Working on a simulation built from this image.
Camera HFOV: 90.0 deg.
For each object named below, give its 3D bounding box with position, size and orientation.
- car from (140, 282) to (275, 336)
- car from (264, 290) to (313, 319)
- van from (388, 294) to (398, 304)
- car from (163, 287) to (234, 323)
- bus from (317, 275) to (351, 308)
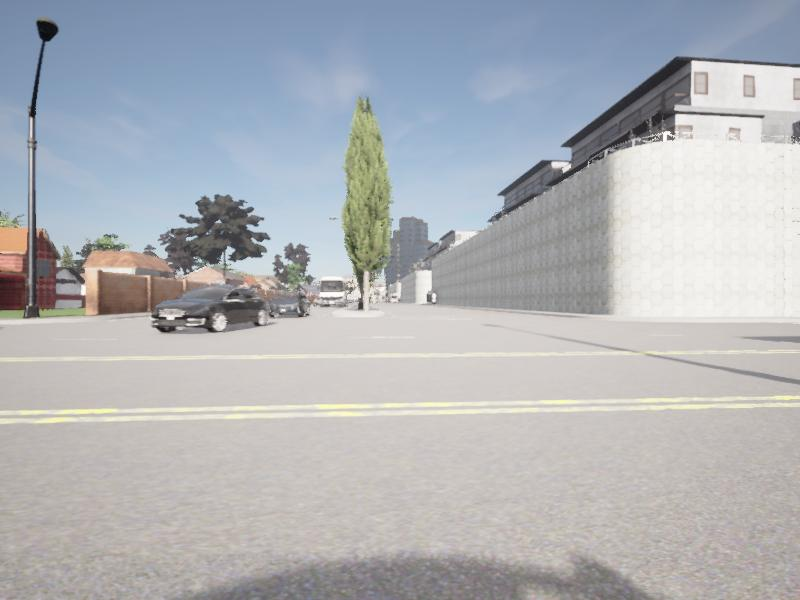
[{"bbox_3d":[-6.154,0.256,13.593,1.837,1.490,4.892,0,0,6],"label":"car"},{"bbox_3d":[-6.430,0.249,23.625,2.007,1.525,4.514,0,0,-5],"label":"car"},{"bbox_3d":[-1.960,-0.254,107.099,1.988,2.561,5.915,0,0,-9],"label":"van"},{"bbox_3d":[-9.577,0.231,19.354,1.789,1.549,3.705,0,0,-5],"label":"car"},{"bbox_3d":[-9.116,-1.088,56.478,3.944,4.253,10.273,0,0,-5],"label":"bus"}]
